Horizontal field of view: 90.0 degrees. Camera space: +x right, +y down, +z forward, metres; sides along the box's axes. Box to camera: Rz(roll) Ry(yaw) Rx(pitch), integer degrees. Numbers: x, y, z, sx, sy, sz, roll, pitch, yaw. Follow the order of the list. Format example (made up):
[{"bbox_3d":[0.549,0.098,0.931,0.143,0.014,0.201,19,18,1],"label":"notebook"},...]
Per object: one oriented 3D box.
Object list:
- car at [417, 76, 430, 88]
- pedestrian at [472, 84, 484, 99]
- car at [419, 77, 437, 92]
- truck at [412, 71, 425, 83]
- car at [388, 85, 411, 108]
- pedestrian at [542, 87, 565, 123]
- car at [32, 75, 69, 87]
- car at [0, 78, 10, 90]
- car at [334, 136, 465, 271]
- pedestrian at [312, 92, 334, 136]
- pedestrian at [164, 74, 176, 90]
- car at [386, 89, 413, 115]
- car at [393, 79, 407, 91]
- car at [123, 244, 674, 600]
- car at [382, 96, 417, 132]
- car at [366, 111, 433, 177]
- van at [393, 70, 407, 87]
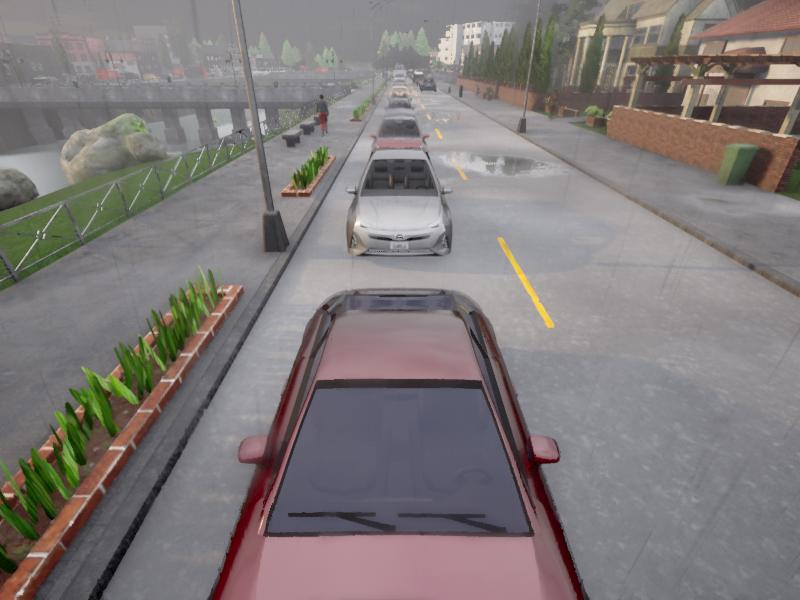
[{"bbox_3d":[3.949,-36.800,67.537,1.851,1.617,3.988,0,30,0],"label":"car"},{"bbox_3d":[8.192,-21.909,42.007,0.751,1.300,0.751,-14,33,-23],"label":"pedestrian"},{"bbox_3d":[3.954,-30.810,57.142,2.242,1.667,4.611,0,30,0],"label":"car"},{"bbox_3d":[3.934,-47.337,85.019,2.390,2.098,6.274,0,30,0],"label":"truck"},{"bbox_3d":[-0.031,-18.379,35.977,1.882,1.535,5.008,0,30,0],"label":"car"},{"bbox_3d":[9.155,-11.650,23.879,0.751,1.860,0.751,0,30,0],"label":"pedestrian"},{"bbox_3d":[-61.744,-38.793,70.827,1.930,1.638,5.238,0,30,0],"label":"car"},{"bbox_3d":[-61.732,-32.475,60.252,1.970,1.475,3.806,0,30,0],"label":"car"},{"bbox_3d":[-0.012,-2.297,8.442,2.007,1.525,4.514,0,30,0],"label":"car"},{"bbox_3d":[-3.704,-8.974,19.293,0.751,1.860,0.751,0,30,0],"label":"pedestrian"},{"bbox_3d":[-31.062,-29.400,54.001,0.751,1.860,0.751,3,30,5],"label":"pedestrian"},{"bbox_3d":[-0.028,-14.806,29.866,1.845,1.501,3.633,0,30,0],"label":"car"},{"bbox_3d":[-0.047,-31.149,58.018,1.994,1.385,4.181,0,30,0],"label":"car"},{"bbox_3d":[-0.007,1.030,2.930,1.994,1.385,4.181,0,30,0],"label":"car"},{"bbox_3d":[-0.021,-10.658,22.815,1.816,1.474,4.193,0,30,0],"label":"car"},{"bbox_3d":[-0.015,-5.685,14.244,2.007,1.525,4.514,0,30,0],"label":"car"},{"bbox_3d":[-0.058,-39.504,71.271,2.351,2.431,6.366,0,30,0],"label":"van"}]
